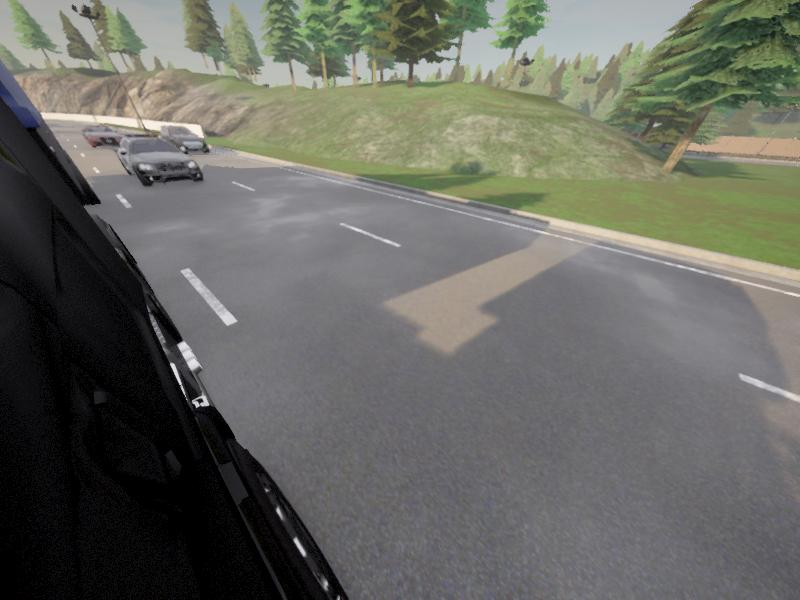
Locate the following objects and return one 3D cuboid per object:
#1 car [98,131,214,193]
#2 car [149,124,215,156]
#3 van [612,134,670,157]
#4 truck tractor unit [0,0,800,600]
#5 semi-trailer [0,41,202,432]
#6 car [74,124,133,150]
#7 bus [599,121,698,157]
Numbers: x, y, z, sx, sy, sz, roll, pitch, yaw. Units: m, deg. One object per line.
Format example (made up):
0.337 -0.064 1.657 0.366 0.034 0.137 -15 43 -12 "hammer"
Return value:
-10.121 -5.888 9.553 4.974 1.542 2.038 28 44 29 "car"
-16.064 -11.829 17.000 4.856 1.649 2.033 28 44 30 "car"
38.721 -25.102 37.429 5.915 2.561 1.988 28 44 30 "van"
-2.645 -0.295 0.351 6.516 4.208 3.053 28 44 30 "truck tractor unit"
-8.721 -3.596 4.195 14.254 4.402 2.717 28 44 29 "semi-trailer"
-22.797 -12.558 17.752 4.181 1.385 1.994 28 44 29 "car"
41.044 -27.205 38.954 10.273 4.253 3.944 28 44 29 "bus"
